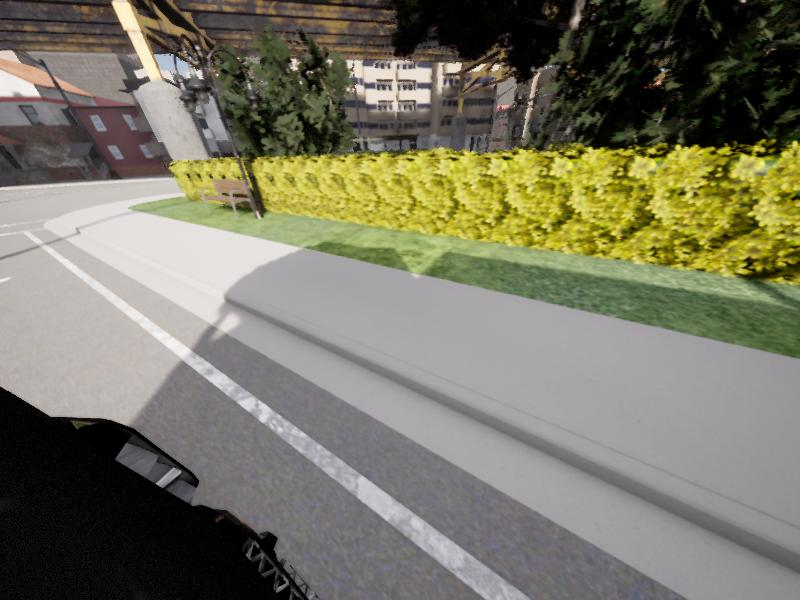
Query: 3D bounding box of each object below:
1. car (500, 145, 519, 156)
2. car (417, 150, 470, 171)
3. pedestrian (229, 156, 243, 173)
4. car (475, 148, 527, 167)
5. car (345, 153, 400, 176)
[{"bbox_3d":[20.094,-27.648,42.783,2.038,1.542,4.974,4,34,10],"label":"car"},{"bbox_3d":[4.615,-15.165,25.010,5.027,1.651,2.152,-10,34,-11],"label":"car"},{"bbox_3d":[-21.669,-17.946,30.494,0.751,1.860,0.751,-13,35,-16],"label":"pedestrian"},{"bbox_3d":[11.469,-16.344,26.397,4.974,1.542,2.038,-10,34,-11],"label":"car"},{"bbox_3d":[-2.793,-13.887,23.575,5.238,1.638,1.930,-10,34,-11],"label":"car"}]
